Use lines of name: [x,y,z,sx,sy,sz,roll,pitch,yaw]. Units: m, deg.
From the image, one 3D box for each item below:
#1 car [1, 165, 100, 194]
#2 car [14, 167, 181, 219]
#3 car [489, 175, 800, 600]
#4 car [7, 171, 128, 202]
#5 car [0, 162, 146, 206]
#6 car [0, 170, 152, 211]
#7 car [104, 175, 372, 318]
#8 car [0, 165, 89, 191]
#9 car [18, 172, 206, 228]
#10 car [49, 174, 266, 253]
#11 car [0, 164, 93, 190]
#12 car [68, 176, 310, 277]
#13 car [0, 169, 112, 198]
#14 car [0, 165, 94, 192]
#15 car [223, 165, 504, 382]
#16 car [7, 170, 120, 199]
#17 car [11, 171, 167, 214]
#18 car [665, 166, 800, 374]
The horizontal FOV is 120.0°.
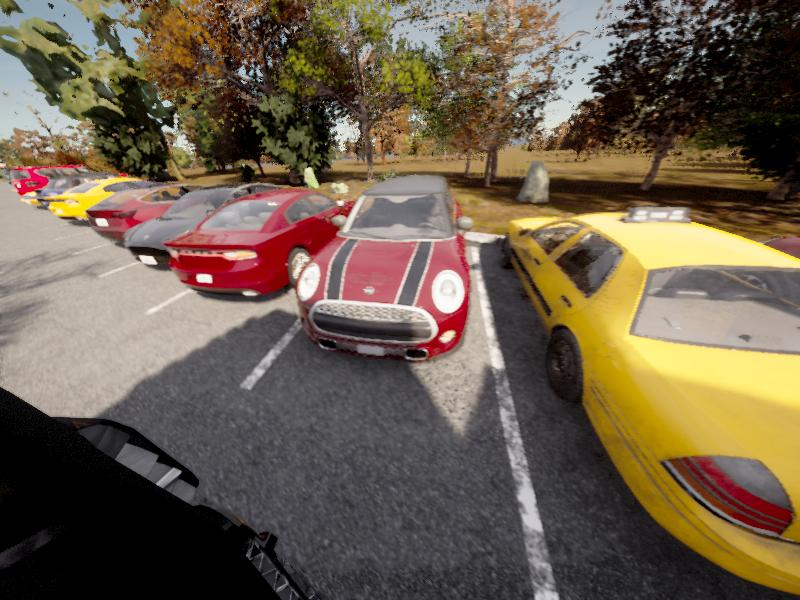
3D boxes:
car: [-32.547,-11.469,21.812,1.878,1.987,4.442,6,34,12]
car: [-15.086,-5.761,12.100,2.185,1.767,4.553,5,34,12]
car: [2.649,-0.413,2.949,1.946,1.575,5.366,4,34,10]
car: [-25.049,-8.857,17.785,2.163,1.488,4.792,6,34,12]
car: [-22.564,-8.310,16.268,2.435,2.045,5.566,5,34,12]
car: [-20.103,-7.177,14.826,1.946,1.575,5.366,6,34,12]
car: [-2.483,-1.795,5.416,2.097,1.535,5.008,4,34,11]
car: [-37.530,-13.099,24.638,1.878,1.987,4.442,6,34,12]
car: [-12.574,-4.877,10.810,2.097,1.535,5.008,5,34,12]
car: [-7.537,-3.316,8.139,2.163,1.488,4.792,4,34,11]
car: [-39.991,-14.015,26.157,2.435,2.045,5.566,5,34,12]
car: [-5.014,-2.513,6.740,2.163,1.488,4.792,5,34,11]
car: [-30.067,-10.429,20.465,1.946,1.575,5.366,6,34,12]
car: [-35.039,-12.284,23.226,1.878,1.987,4.442,6,34,12]
car: [0.071,-1.171,4.059,2.185,1.767,4.553,4,34,10]
car: [-27.533,-9.705,19.246,2.163,1.488,4.792,5,34,12]
car: [-17.576,-6.467,13.579,2.231,1.521,4.892,5,34,12]
car: [5.168,0.334,1.411,2.185,1.767,4.553,4,34,10]
